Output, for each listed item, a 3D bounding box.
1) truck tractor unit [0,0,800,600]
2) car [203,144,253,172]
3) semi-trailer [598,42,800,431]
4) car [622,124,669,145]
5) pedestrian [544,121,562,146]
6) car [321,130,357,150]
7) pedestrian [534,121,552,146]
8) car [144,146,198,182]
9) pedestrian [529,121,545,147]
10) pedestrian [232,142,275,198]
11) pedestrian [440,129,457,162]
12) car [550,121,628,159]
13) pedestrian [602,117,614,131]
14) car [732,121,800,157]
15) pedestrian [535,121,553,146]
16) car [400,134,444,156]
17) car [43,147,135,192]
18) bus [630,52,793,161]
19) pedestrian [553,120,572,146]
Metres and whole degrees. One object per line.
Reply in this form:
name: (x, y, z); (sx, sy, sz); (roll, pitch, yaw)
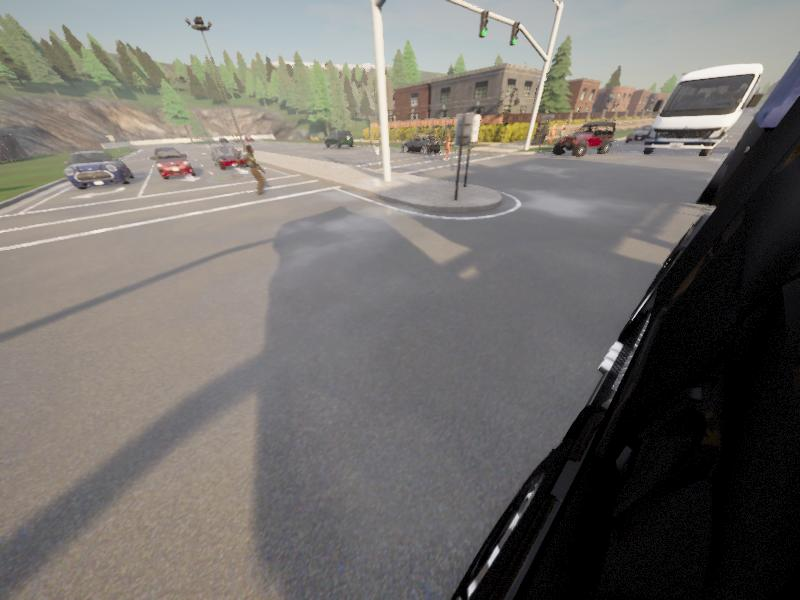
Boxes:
truck tractor unit: (2.645, -0.295, 0.351); (6.516, 4.208, 3.053); (-28, 44, -30)
car: (-13.893, -11.536, 18.575); (2.163, 1.488, 4.792); (-28, 44, -29)
semi-trailer: (8.692, -3.614, 4.227); (14.254, 4.402, 2.717); (-28, 44, -30)
car: (23.309, -15.697, 21.910); (4.181, 1.385, 1.994); (-28, 44, -30)
pedestrian: (14.046, -15.266, 21.202); (0.751, 1.860, 0.751); (21, 43, 28)
car: (-8.495, -22.152, 31.870); (2.150, 2.045, 5.566); (-28, 44, -30)
pedestrian: (13.234, -15.388, 21.415); (0.751, 1.860, 0.751); (-29, 44, -31)
car: (-15.183, -9.175, 15.414); (1.851, 1.617, 3.988); (-28, 44, -29)
pedestrian: (12.757, -15.445, 21.519); (0.751, 1.860, 0.751); (15, 40, 22)
pedestrian: (-5.961, -5.330, 9.490); (0.751, 1.860, 0.751); (-28, 44, -30)
pedestrian: (3.375, -10.880, 16.287); (0.751, 1.860, 0.751); (-14, 38, -15)
car: (13.247, -11.393, 16.370); (3.866, 1.878, 1.905); (-14, 39, -13)
pedestrian: (36.738, -31.075, 40.802); (0.751, 1.860, 0.751); (-30, 45, -31)
car: (22.981, -10.072, 14.341); (4.902, 1.511, 2.128); (-28, 44, -30)
pedestrian: (13.590, -15.707, 21.816); (0.751, 1.860, 0.751); (26, 46, 33)
car: (1.987, -14.658, 21.748); (1.970, 1.475, 3.806); (-29, 44, -30)
car: (-17.960, -7.887, 13.717); (2.097, 1.767, 4.553); (-28, 44, -29)
bus: (20.500, -12.529, 15.471); (10.273, 4.253, 3.944); (-29, 44, -29)
pedestrian: (14.568, -14.972, 20.780); (0.751, 1.860, 0.751); (25, 45, 32)
